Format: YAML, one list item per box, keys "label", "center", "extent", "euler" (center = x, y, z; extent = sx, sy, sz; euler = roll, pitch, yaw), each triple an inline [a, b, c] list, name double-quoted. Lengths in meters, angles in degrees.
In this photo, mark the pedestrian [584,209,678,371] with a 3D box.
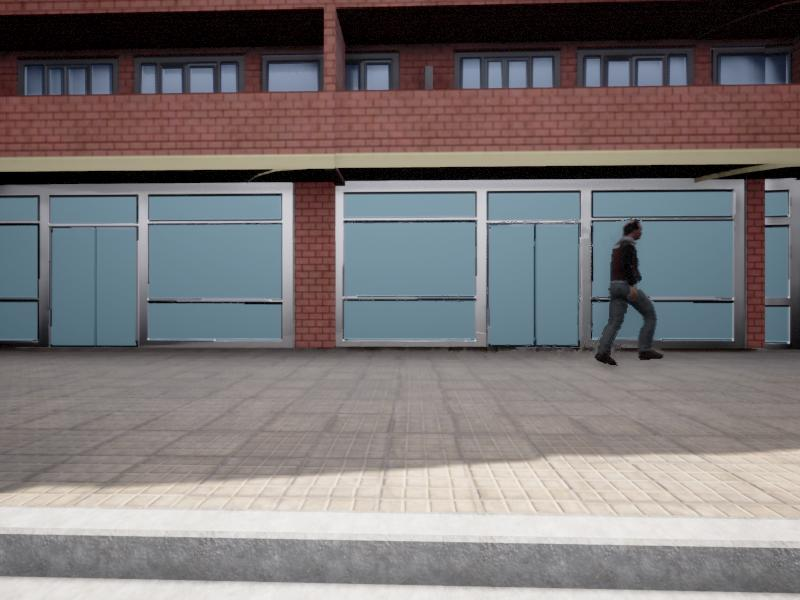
- label: "pedestrian"
  center: [2.843, -0.115, 4.994]
  extent: [0.751, 1.860, 0.751]
  euler: [0, 0, 2]
